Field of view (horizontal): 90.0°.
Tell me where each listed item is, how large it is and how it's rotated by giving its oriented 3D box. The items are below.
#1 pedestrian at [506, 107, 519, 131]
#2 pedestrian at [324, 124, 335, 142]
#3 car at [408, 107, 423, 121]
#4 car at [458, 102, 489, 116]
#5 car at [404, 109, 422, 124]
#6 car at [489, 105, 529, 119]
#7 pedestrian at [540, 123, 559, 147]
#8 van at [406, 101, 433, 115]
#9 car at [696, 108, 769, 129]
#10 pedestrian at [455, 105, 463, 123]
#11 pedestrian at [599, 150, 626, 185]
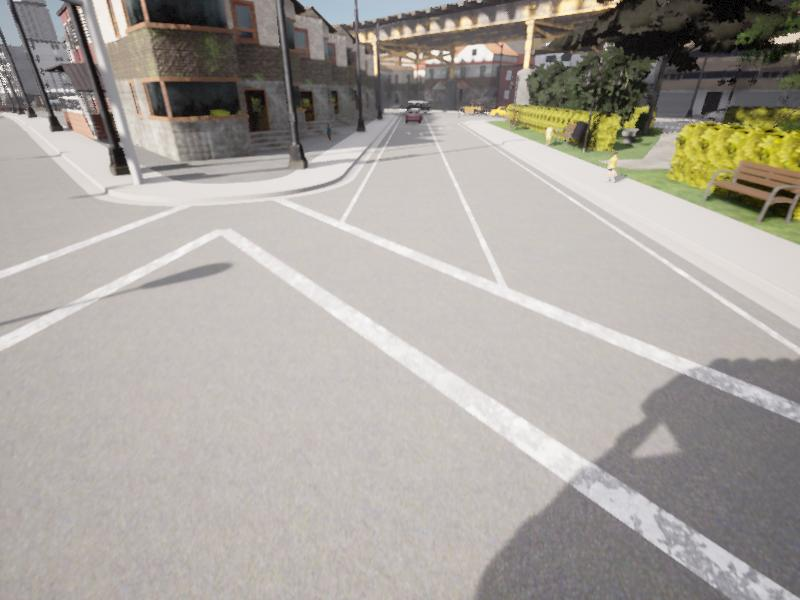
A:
[{"bbox_3d":[9.648,-15.522,34.372,0.751,1.860,0.751,1,27,2],"label":"pedestrian"},{"bbox_3d":[-4.758,-11.287,27.015,0.500,1.100,0.500,2,27,4],"label":"pedestrian"},{"bbox_3d":[2.043,-24.489,52.666,1.970,1.475,3.806,1,27,2],"label":"car"},{"bbox_3d":[11.972,-31.302,65.420,1.932,1.855,4.605,-23,35,-37],"label":"car"},{"bbox_3d":[1.600,-21.829,47.492,1.970,1.475,3.806,1,27,3],"label":"car"},{"bbox_3d":[15.564,-27.022,57.420,1.801,1.575,5.366,-22,34,-36],"label":"car"},{"bbox_3d":[9.044,-10.006,24.256,0.751,1.300,0.751,3,27,6],"label":"pedestrian"},{"bbox_3d":[3.286,-33.280,69.153,2.069,2.038,4.480,-23,35,-37],"label":"van"},{"bbox_3d":[33.392,-18.327,40.313,2.152,1.651,5.027,-23,35,-37],"label":"car"},{"bbox_3d":[6.863,-21.564,46.469,0.751,1.860,0.751,7,28,14],"label":"pedestrian"},{"bbox_3d":[7.510,-4.708,14.174,0.500,1.100,0.500,3,27,5],"label":"pedestrian"}]
